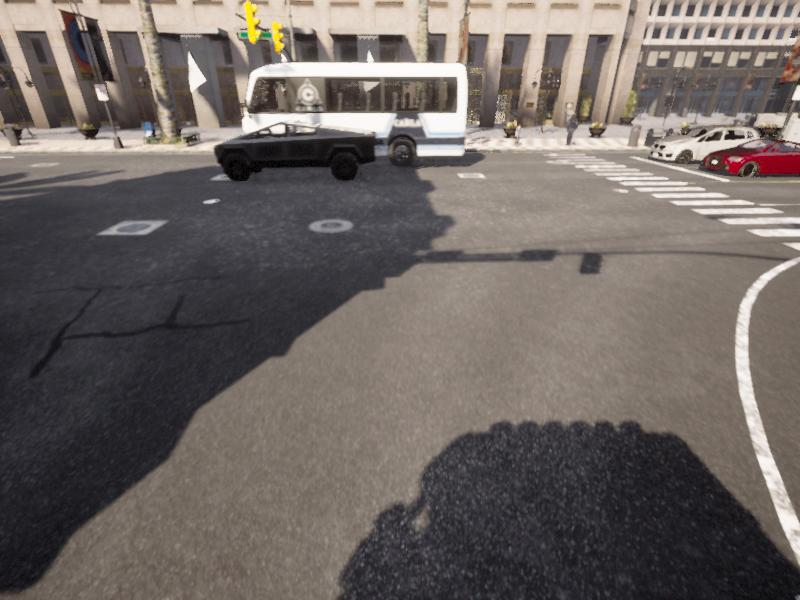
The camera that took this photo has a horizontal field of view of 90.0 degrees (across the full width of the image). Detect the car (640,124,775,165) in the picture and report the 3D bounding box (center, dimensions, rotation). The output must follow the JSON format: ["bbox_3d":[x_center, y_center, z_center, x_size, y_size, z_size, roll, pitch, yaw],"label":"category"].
[{"bbox_3d":[15.064,-7.743,19.852,4.611,1.667,2.242,-1,27,-2],"label":"car"}]

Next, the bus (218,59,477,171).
[{"bbox_3d":[-2.099,-8.575,18.638,10.273,4.253,3.944,-1,27,-2],"label":"bus"}]

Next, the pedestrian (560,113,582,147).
[{"bbox_3d":[10.384,-10.362,24.349,0.751,1.860,0.751,19,33,33],"label":"pedestrian"}]

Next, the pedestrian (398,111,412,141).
[{"bbox_3d":[0.344,-11.815,27.167,0.751,1.860,0.751,-7,28,-14],"label":"pedestrian"}]

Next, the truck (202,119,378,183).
[{"bbox_3d":[-4.056,-6.042,16.065,6.274,2.098,2.390,-1,27,-2],"label":"truck"}]

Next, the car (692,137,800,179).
[{"bbox_3d":[15.238,-6.009,16.810,4.181,1.385,1.994,-1,27,-2],"label":"car"}]

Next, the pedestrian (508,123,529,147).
[{"bbox_3d":[7.231,-10.077,24.405,0.751,1.300,0.751,-14,30,-25],"label":"pedestrian"}]
